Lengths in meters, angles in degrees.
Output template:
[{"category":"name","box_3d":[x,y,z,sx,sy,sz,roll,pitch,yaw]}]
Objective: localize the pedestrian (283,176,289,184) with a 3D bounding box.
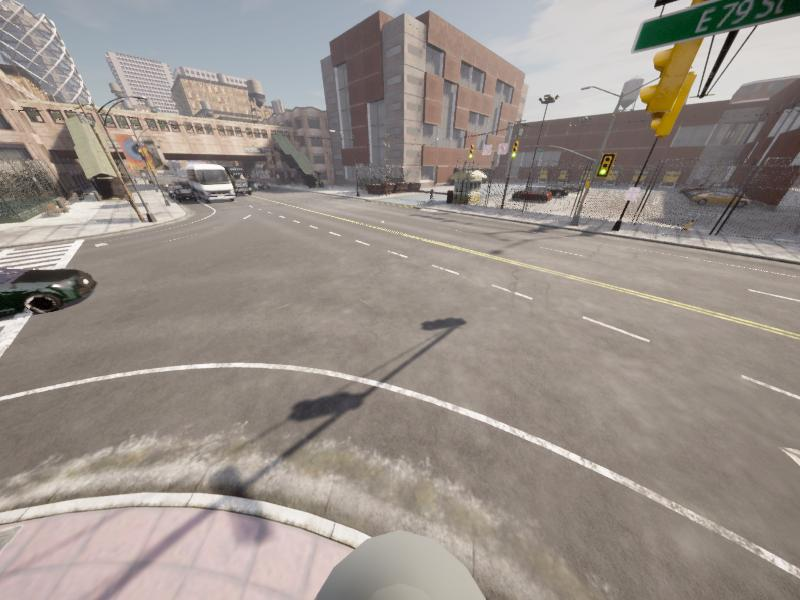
[{"category":"pedestrian","box_3d":[-28.639,-30.068,57.872,0.751,1.860,0.751,-19,35,-29]}]

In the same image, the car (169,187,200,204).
[{"category":"car","box_3d":[-28.751,-14.010,30.735,2.097,1.535,5.008,-27,39,-38]}]

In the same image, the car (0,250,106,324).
[{"category":"car","box_3d":[-12.621,-0.185,6.957,4.181,1.385,1.994,-22,36,-33]}]

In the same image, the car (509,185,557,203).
[{"category":"car","box_3d":[17.025,-13.733,29.804,2.185,1.767,4.553,-27,39,-38]}]

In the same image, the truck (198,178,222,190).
[{"category":"truck","box_3d":[-39.416,-24.143,47.894,2.390,2.098,6.274,-26,37,-37]}]

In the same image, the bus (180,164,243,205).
[{"category":"bus","box_3d":[-25.426,-15.715,30.982,3.944,4.253,10.273,-26,38,-37]}]

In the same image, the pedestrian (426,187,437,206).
[{"category":"pedestrian","box_3d":[3.558,-11.661,25.989,0.751,1.860,0.751,25,38,36]}]

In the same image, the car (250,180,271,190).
[{"category":"car","box_3d":[-28.285,-23.306,46.843,2.038,1.542,4.974,-26,39,-38]}]

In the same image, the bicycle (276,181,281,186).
[{"category":"bicycle","box_3d":[-27.647,-26.484,52.524,1.643,1.024,0.373,27,29,38]}]

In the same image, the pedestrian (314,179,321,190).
[{"category":"pedestrian","box_3d":[-15.349,-21.488,43.010,0.751,1.860,0.751,26,39,37]}]

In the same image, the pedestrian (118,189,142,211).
[{"category":"pedestrian","box_3d":[-27.005,-9.999,23.111,0.751,1.860,0.751,18,34,28]}]

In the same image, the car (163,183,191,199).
[{"category":"car","box_3d":[-33.366,-16.355,34.546,2.185,1.767,4.553,-27,39,-38]}]

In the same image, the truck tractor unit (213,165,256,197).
[{"category":"truck tractor unit","box_3d":[-26.208,-18.932,36.589,6.516,4.208,3.053,26,39,38]}]

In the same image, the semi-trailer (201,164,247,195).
[{"category":"semi-trailer","box_3d":[-31.772,-21.840,41.410,2.717,4.402,14.254,-26,39,-37]}]

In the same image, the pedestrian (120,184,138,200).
[{"category":"pedestrian","box_3d":[-35.311,-14.059,30.142,0.751,1.860,0.751,-18,35,-28]}]

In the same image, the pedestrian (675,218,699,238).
[{"category":"pedestrian","box_3d":[17.697,-4.437,14.237,0.500,1.100,0.500,-22,37,-33]}]

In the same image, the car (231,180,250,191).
[{"category":"car","box_3d":[-30.959,-22.203,44.856,1.851,1.617,3.988,-26,39,-37]}]

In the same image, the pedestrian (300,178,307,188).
[{"category":"pedestrian","box_3d":[-19.507,-23.639,46.736,0.751,1.860,0.751,22,36,33]}]
